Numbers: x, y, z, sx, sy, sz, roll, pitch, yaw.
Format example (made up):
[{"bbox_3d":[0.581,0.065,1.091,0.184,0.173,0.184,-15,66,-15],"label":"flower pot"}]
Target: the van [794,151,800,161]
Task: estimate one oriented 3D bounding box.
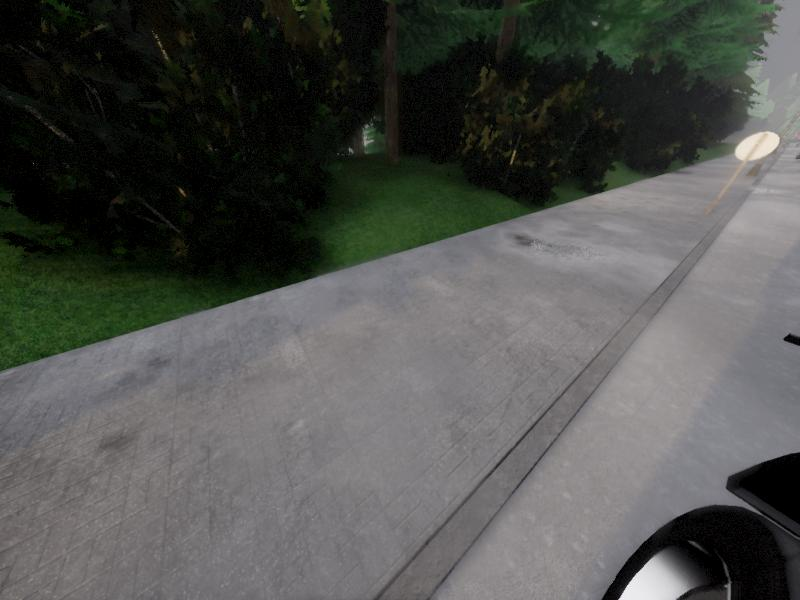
[{"bbox_3d":[45.216,-16.533,24.758,5.915,2.561,1.988,-22,41,-28],"label":"van"}]
